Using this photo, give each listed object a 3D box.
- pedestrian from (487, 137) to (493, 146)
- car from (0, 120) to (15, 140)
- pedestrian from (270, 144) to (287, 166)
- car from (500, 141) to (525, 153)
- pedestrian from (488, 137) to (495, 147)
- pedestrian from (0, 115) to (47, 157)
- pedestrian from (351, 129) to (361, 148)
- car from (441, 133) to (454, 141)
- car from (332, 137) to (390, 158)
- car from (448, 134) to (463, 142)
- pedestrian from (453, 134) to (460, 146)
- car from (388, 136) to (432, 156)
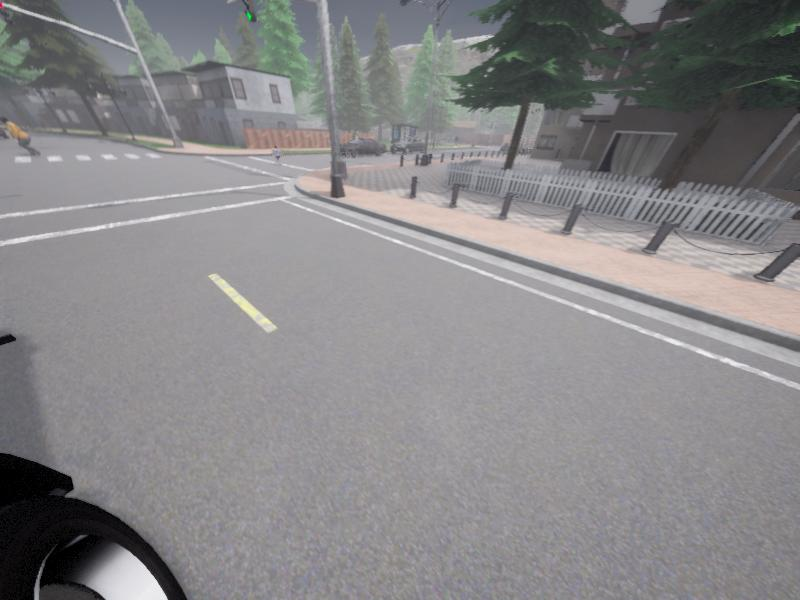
[{"bbox_3d":[21.196,-37.316,54.385,0.751,1.860,0.751,23,41,24],"label":"pedestrian"},{"bbox_3d":[-35.659,-14.502,19.538,4.181,1.385,1.994,17,39,18],"label":"car"},{"bbox_3d":[-7.658,-9.169,14.615,0.500,1.100,0.500,18,39,20],"label":"pedestrian"},{"bbox_3d":[19.206,-26.196,39.469,2.038,1.542,4.974,29,44,30],"label":"car"},{"bbox_3d":[21.139,-36.465,53.225,0.751,1.860,0.751,28,43,29],"label":"pedestrian"},{"bbox_3d":[-20.812,-8.987,12.702,0.751,1.860,0.751,28,43,30],"label":"pedestrian"},{"bbox_3d":[-5.246,-19.344,27.728,0.751,1.860,0.751,30,44,32],"label":"pedestrian"},{"bbox_3d":[13.941,-47.966,68.115,1.905,1.878,3.866,28,43,29],"label":"car"},{"bbox_3d":[-3.555,-14.520,21.990,2.033,1.411,5.357,29,43,31],"label":"car"},{"bbox_3d":[16.126,-47.118,67.125,1.932,1.855,4.605,28,43,29],"label":"car"},{"bbox_3d":[10.703,-30.242,43.744,0.751,1.860,0.751,26,42,28],"label":"pedestrian"},{"bbox_3d":[1.200,-17.699,26.477,2.152,1.651,5.027,29,43,30],"label":"car"}]
